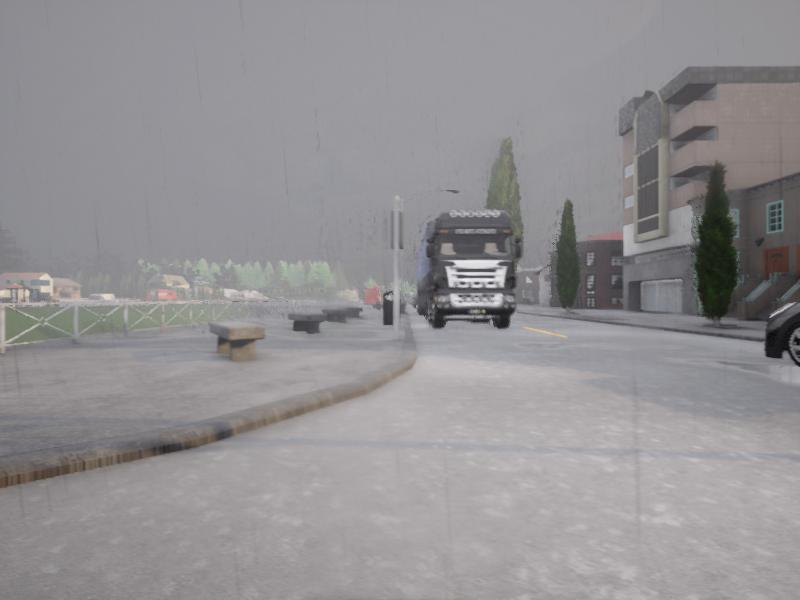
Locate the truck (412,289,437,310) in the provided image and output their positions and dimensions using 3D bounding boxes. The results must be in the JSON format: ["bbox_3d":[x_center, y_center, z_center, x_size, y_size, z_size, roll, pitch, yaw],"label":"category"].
[{"bbox_3d":[2.599,-0.059,44.042,2.390,2.098,6.274,0,0,1],"label":"truck"}]

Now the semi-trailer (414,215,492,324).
[{"bbox_3d":[2.404,-1.220,23.305,2.717,4.402,14.254,0,0,0],"label":"semi-trailer"}]

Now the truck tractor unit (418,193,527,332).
[{"bbox_3d":[2.358,-1.124,15.391,3.053,4.208,6.516,0,0,0],"label":"truck tractor unit"}]

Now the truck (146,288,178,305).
[{"bbox_3d":[-58.640,-0.827,98.932,2.891,3.827,8.468,0,0,0],"label":"truck"}]

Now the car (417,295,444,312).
[{"bbox_3d":[2.517,0.305,34.159,1.994,1.385,4.181,0,0,1],"label":"car"}]

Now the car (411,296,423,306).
[{"bbox_3d":[2.777,0.199,65.726,1.801,1.575,5.366,0,0,0],"label":"car"}]

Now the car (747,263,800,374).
[{"bbox_3d":[6.635,0.243,4.392,1.970,1.475,3.806,0,0,-18],"label":"car"}]
